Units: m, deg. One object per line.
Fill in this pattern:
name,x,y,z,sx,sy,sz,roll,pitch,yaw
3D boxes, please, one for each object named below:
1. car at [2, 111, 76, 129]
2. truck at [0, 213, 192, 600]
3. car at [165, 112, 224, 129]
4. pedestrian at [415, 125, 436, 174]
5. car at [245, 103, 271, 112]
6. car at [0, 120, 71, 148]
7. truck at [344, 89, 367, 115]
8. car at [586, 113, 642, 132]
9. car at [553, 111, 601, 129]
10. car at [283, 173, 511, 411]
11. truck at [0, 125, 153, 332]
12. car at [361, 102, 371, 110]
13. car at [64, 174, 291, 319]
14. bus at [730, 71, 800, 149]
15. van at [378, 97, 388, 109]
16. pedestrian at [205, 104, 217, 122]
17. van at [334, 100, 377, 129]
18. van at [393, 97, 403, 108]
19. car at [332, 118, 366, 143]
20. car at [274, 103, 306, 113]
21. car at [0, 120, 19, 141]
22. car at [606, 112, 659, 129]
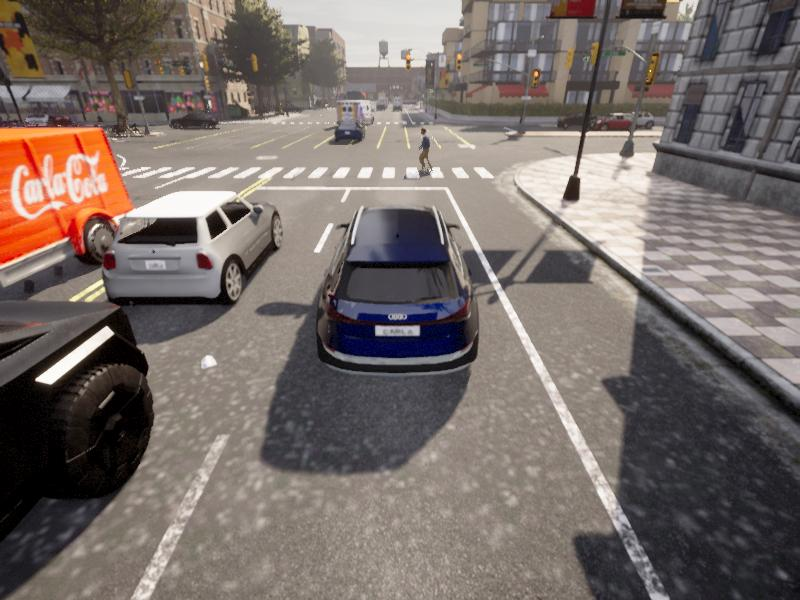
car,-35.385,-17.694,39.341,4.974,1.542,2.038,0,27,0
truck,-3.506,1.607,1.185,2.390,2.098,6.274,0,27,0
car,-20.104,-17.652,39.354,4.674,1.442,1.812,0,27,0
pedestrian,1.044,-6.308,16.786,0.751,1.860,0.751,0,27,-1
car,-27.088,-36.717,76.336,3.988,1.617,1.851,0,27,0
car,-24.912,-10.823,26.000,4.902,1.511,2.128,0,27,0
truck,-7.405,-33.755,68.058,2.891,3.827,8.468,0,27,0
car,19.292,-16.061,36.224,3.806,1.475,1.970,0,27,0
car,17.358,-17.695,39.319,3.705,1.549,1.789,0,27,0
car,-0.032,-0.654,6.096,2.033,1.649,4.856,0,27,0
truck,-7.022,-1.271,6.376,2.627,2.467,5.204,0,27,0
car,-7.517,-42.866,88.280,1.801,1.575,5.366,0,27,0
car,-3.538,-1.240,7.402,1.970,1.475,3.806,0,27,0
bus,28.501,-12.117,25.521,10.273,4.253,3.944,0,27,1
van,-4.064,-47.471,96.258,2.351,2.431,6.366,0,27,0
pedestrian,-21.964,-21.728,46.439,0.751,1.860,0.751,-6,28,-11
van,-4.468,-19.510,41.892,2.351,2.431,6.366,7,28,12
van,-0.576,-48.507,98.272,2.351,2.431,6.366,0,27,0
car,-3.670,-12.640,29.689,1.994,1.385,4.181,0,27,0
car,-19.975,-34.801,72.489,5.238,1.638,1.930,8,28,16
car,-31.241,-12.329,29.164,4.718,1.301,1.895,0,27,0
car,22.791,-17.660,39.334,3.806,1.475,1.970,0,27,0
